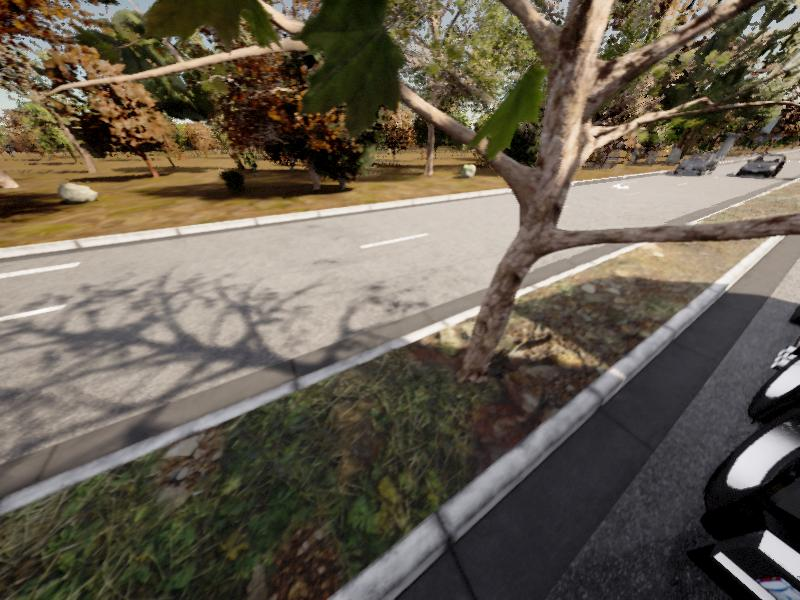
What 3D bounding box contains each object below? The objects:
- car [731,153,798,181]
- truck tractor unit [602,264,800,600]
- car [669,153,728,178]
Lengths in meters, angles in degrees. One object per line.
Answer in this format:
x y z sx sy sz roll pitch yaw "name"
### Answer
28.902 -10.648 18.360 3.988 1.617 1.851 -18 39 -24 "car"
5.115 -0.294 0.794 6.516 4.208 3.053 -18 39 -24 "truck tractor unit"
24.972 -11.325 19.345 3.705 1.549 1.789 -18 39 -24 "car"
